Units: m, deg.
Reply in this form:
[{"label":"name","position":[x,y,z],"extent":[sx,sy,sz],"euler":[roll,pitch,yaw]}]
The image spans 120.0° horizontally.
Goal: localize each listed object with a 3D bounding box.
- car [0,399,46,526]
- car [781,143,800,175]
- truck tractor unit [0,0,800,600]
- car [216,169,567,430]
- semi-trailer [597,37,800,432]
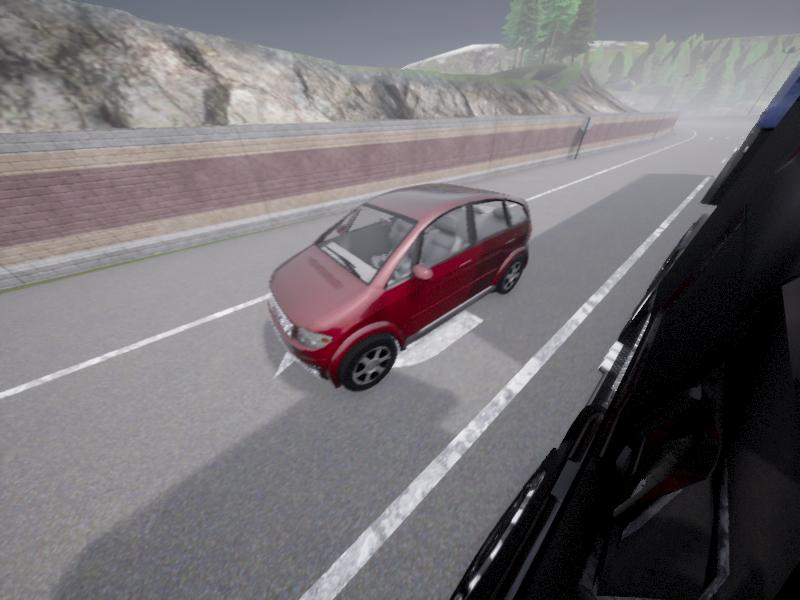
[{"label":"car","position":[-4.424,1.650,0.167],"extent":[3.866,1.878,1.905],"euler":[-27,43,-29]},{"label":"car","position":[17.135,-5.385,8.637],"extent":[1.895,1.301,4.718],"euler":[26,45,34]},{"label":"truck tractor unit","position":[2.645,-0.295,0.351],"extent":[6.516,4.208,3.053],"euler":[-28,44,-30]},{"label":"car","position":[0.178,-0.573,3.112],"extent":[3.705,1.549,1.789],"euler":[-27,43,-29]},{"label":"semi-trailer","position":[8.729,-3.589,4.190],"extent":[14.254,4.402,2.717],"euler":[-28,44,-29]}]
